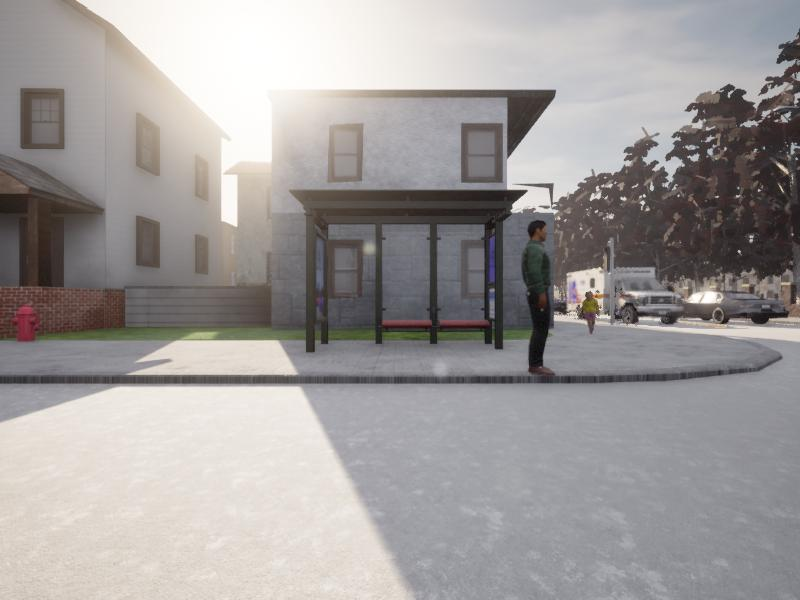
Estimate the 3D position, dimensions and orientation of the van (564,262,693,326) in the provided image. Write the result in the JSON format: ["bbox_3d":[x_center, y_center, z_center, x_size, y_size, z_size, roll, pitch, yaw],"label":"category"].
[{"bbox_3d":[10.065,-0.222,18.532,2.351,2.431,6.366,0,0,0],"label":"van"}]

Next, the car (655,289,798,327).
[{"bbox_3d":[13.945,0.295,17.673,2.033,1.411,5.357,0,0,2],"label":"car"}]

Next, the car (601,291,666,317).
[{"bbox_3d":[14.194,0.227,24.567,1.845,1.501,3.633,0,0,-1],"label":"car"}]

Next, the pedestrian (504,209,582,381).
[{"bbox_3d":[1.661,-0.054,4.766,0.751,1.860,0.751,0,0,9],"label":"pedestrian"}]

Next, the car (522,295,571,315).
[{"bbox_3d":[10.258,0.344,28.345,1.895,1.301,4.718,0,0,2],"label":"car"}]

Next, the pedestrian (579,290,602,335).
[{"bbox_3d":[4.829,0.305,10.124,0.500,1.100,0.500,0,0,27],"label":"pedestrian"}]

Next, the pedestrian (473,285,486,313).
[{"bbox_3d":[5.235,-0.067,26.310,0.751,1.860,0.751,0,0,1],"label":"pedestrian"}]
